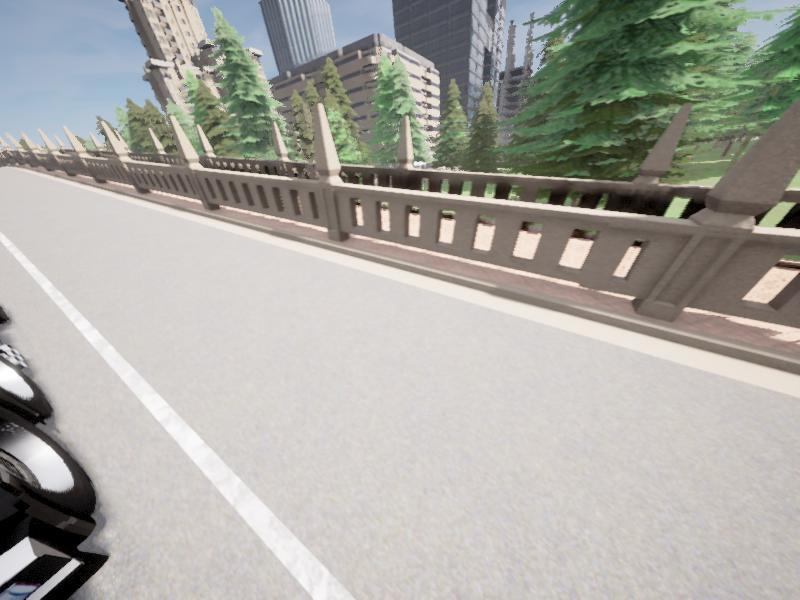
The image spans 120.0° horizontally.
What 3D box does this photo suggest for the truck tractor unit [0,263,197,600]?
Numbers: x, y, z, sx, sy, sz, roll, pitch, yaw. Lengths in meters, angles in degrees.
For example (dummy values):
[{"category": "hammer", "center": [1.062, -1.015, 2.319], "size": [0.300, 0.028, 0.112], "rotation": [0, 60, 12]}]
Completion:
[{"category": "truck tractor unit", "center": [-5.107, -0.306, 0.774], "size": [6.516, 4.208, 3.053], "rotation": [19, 39, 24]}]
